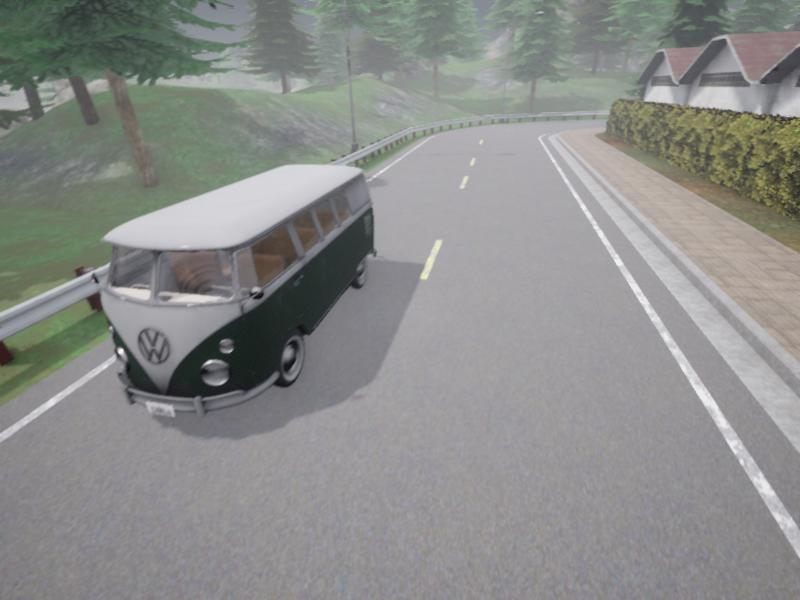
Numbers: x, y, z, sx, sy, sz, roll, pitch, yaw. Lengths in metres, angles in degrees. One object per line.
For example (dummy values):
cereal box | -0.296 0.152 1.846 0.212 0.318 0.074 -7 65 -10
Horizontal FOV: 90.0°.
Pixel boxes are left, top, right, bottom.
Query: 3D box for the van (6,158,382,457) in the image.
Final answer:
van | -1.742 -0.513 5.362 1.775 1.987 4.442 5 29 12
